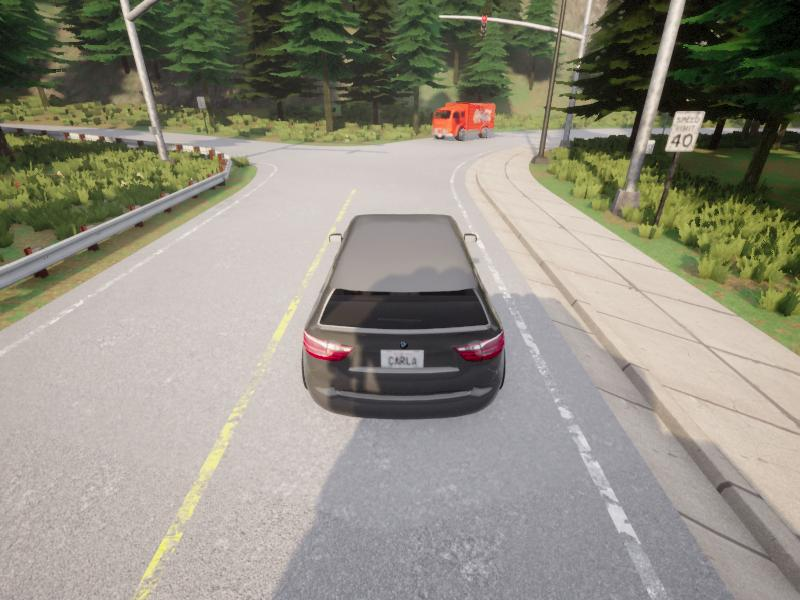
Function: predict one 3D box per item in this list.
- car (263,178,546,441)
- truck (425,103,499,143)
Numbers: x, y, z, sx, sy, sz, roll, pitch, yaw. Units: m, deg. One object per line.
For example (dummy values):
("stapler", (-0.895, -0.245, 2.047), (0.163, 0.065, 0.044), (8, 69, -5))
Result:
("car", (0.042, -0.416, 5.592), (2.242, 1.667, 4.611), (0, 27, 0))
("truck", (4.602, -13.140, 29.494), (2.627, 2.467, 5.204), (23, 35, 38))
